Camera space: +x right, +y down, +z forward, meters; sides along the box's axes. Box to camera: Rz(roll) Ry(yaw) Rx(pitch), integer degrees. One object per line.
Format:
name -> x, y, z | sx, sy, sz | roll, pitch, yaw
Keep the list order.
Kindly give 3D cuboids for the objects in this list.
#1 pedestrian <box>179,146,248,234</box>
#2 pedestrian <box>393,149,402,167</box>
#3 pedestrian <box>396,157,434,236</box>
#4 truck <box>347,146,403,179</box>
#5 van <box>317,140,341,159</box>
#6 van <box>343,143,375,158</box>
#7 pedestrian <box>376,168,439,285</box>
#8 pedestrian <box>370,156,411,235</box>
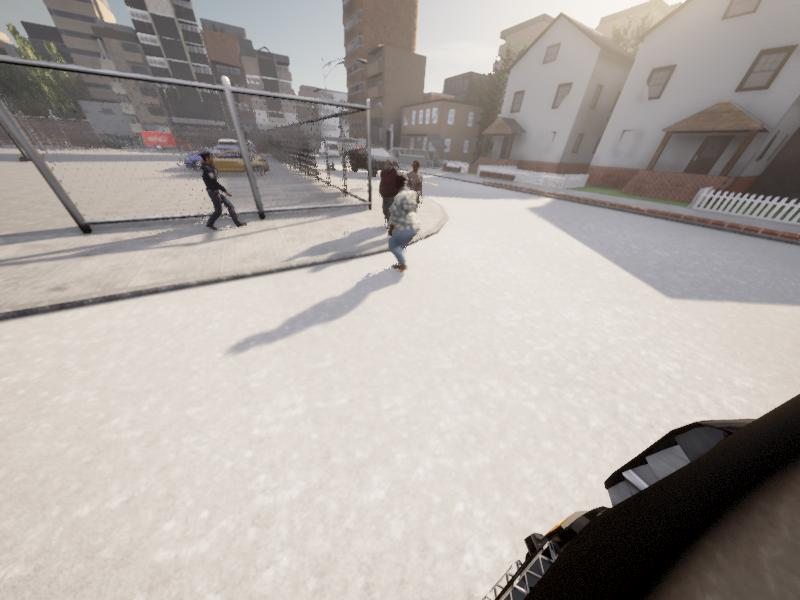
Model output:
pedestrian -> -4.637, -2.766, 5.866 | 0.751, 1.860, 0.751 | -18, 39, -28
pedestrian -> -0.382, -17.918, 29.113 | 0.751, 1.860, 0.751 | 29, 42, 34
pedestrian -> 0.351, -2.788, 6.340 | 0.751, 1.860, 0.751 | -3, 34, -10
truck -> -2.393, -12.253, 20.403 | 2.390, 2.098, 6.274 | -15, 38, -26
van -> -12.742, -26.968, 41.388 | 1.988, 2.561, 5.915 | -18, 39, -28
van -> -8.943, -33.116, 51.096 | 6.366, 2.431, 2.351 | -18, 38, -30
pedestrian -> 0.090, -1.362, 4.320 | 0.751, 1.860, 0.751 | 25, 39, 29
pedestrian -> -0.269, -2.909, 6.441 | 0.751, 1.860, 0.751 | 23, 39, 28
